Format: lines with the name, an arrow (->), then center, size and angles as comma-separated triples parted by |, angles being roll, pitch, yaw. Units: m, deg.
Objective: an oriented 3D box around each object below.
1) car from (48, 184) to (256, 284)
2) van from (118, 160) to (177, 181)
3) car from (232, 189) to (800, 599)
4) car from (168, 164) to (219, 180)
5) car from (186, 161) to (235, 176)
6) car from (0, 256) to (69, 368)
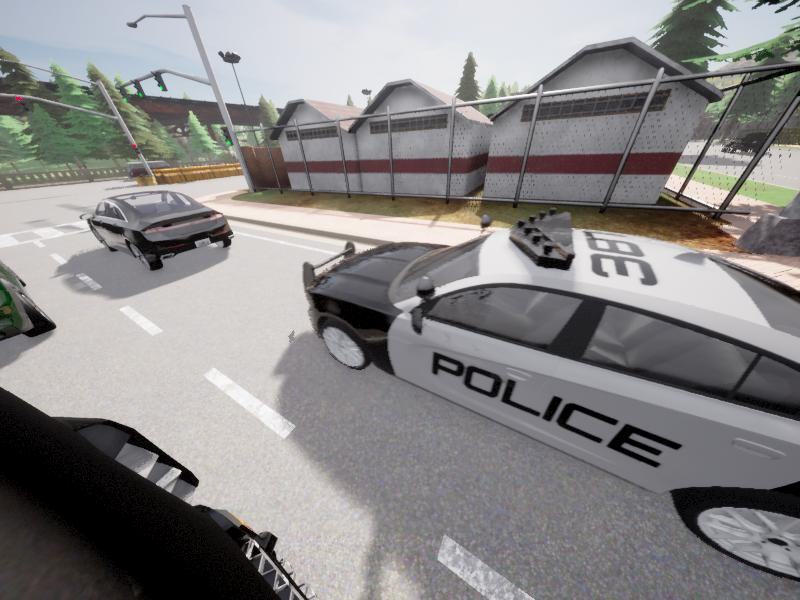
car -> -6.622, -2.083, 6.224 | 4.902, 1.511, 2.128 | 16, 38, 26
van -> -32.739, -16.904, 30.118 | 1.775, 1.987, 4.442 | 15, 37, 24
car -> 1.110, 0.055, 2.293 | 5.238, 1.638, 1.930 | 16, 38, 26
car -> -25.629, -16.034, 28.820 | 1.994, 1.385, 4.181 | 15, 37, 24
car -> -26.897, -18.846, 33.023 | 2.128, 1.511, 4.902 | 15, 37, 24
car -> -7.428, -0.191, 3.181 | 4.553, 1.767, 2.097 | 16, 38, 26
